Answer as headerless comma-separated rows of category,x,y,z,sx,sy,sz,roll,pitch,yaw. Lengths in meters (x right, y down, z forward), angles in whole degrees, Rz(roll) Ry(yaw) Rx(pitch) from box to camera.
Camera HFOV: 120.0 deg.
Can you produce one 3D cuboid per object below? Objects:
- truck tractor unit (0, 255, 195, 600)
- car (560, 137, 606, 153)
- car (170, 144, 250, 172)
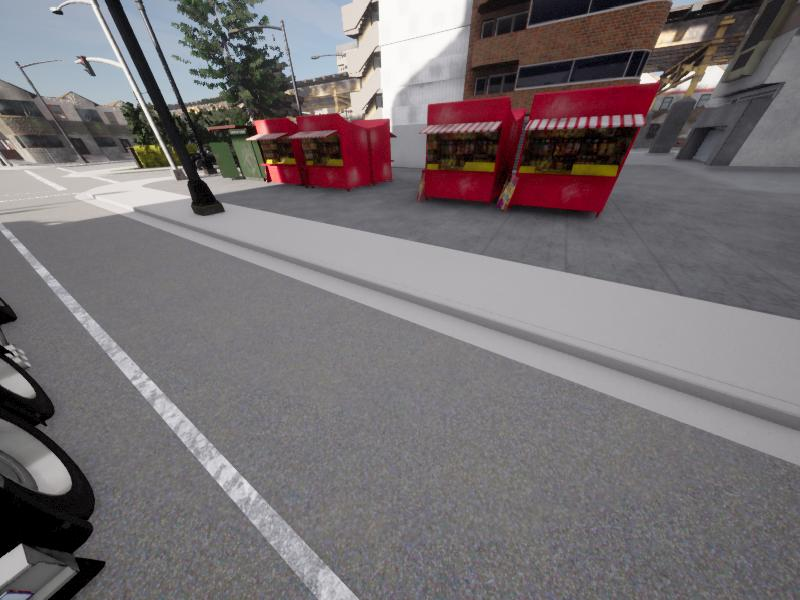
truck tractor unit,-5.097,-0.314,0.801,6.516,4.208,3.053,19,39,25
car,30.241,-25.772,38.400,5.566,2.045,2.150,18,39,26
car,-19.119,-14.653,23.663,2.150,2.045,5.566,18,39,26
